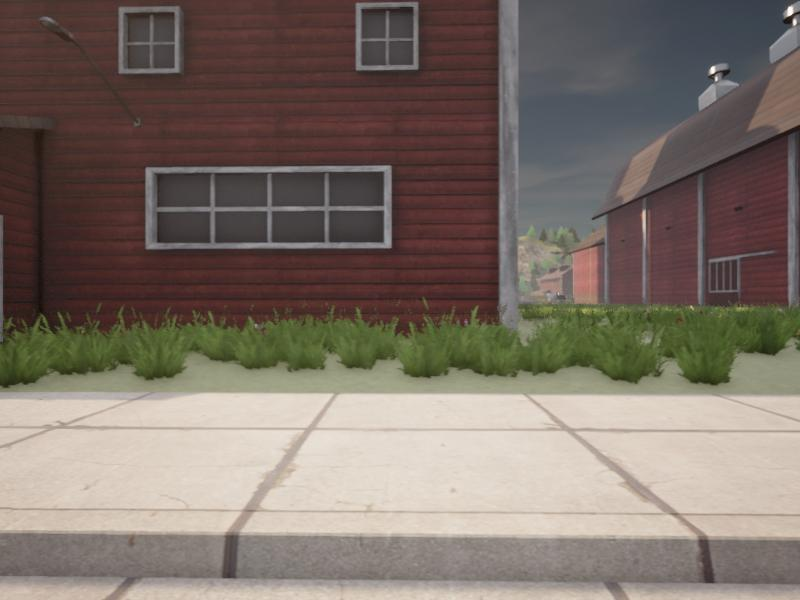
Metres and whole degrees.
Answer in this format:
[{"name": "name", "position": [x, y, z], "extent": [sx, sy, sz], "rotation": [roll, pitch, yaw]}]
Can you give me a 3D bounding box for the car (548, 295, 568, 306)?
[{"name": "car", "position": [25.733, 0.089, 65.310], "extent": [1.905, 1.878, 3.866], "rotation": [0, 0, 1]}]
